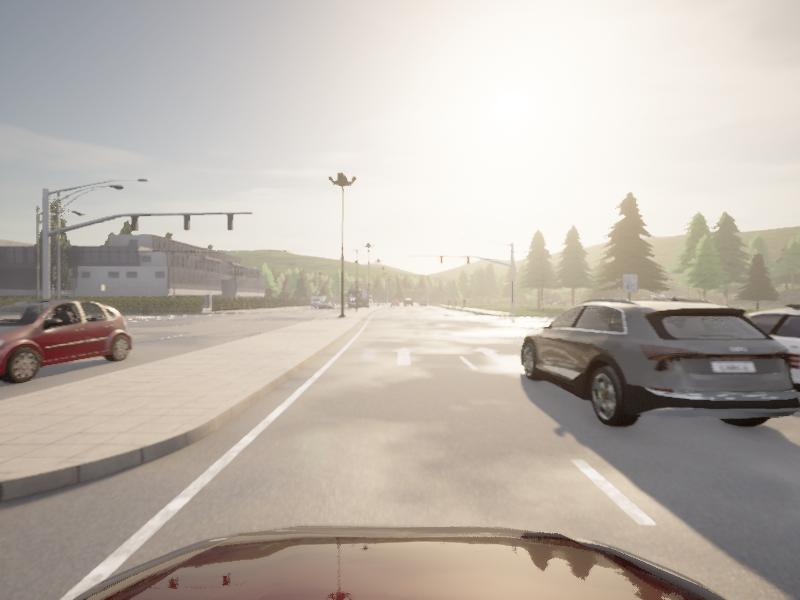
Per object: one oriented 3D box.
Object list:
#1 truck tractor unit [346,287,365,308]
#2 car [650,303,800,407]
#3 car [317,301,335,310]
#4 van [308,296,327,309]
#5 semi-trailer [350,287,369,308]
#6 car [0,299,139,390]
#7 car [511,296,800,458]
[{"bbox_3d":[-9.184,-0.460,82.848,3.053,4.208,6.516,0,0,0],"label":"truck tractor unit"},{"bbox_3d":[6.981,0.832,7.042,2.038,1.542,4.974,0,0,0],"label":"car"},{"bbox_3d":[-12.719,0.877,69.071,2.038,1.542,4.974,0,0,0],"label":"car"},{"bbox_3d":[-16.211,0.439,79.067,2.351,2.431,6.366,0,0,0],"label":"van"},{"bbox_3d":[-9.121,-0.549,90.763,2.717,4.402,14.254,0,0,1],"label":"semi-trailer"},{"bbox_3d":[-8.044,0.795,8.944,1.851,1.617,3.988,0,0,-1],"label":"car"},{"bbox_3d":[3.512,0.783,6.497,2.033,1.649,4.856,0,0,-1],"label":"car"}]
